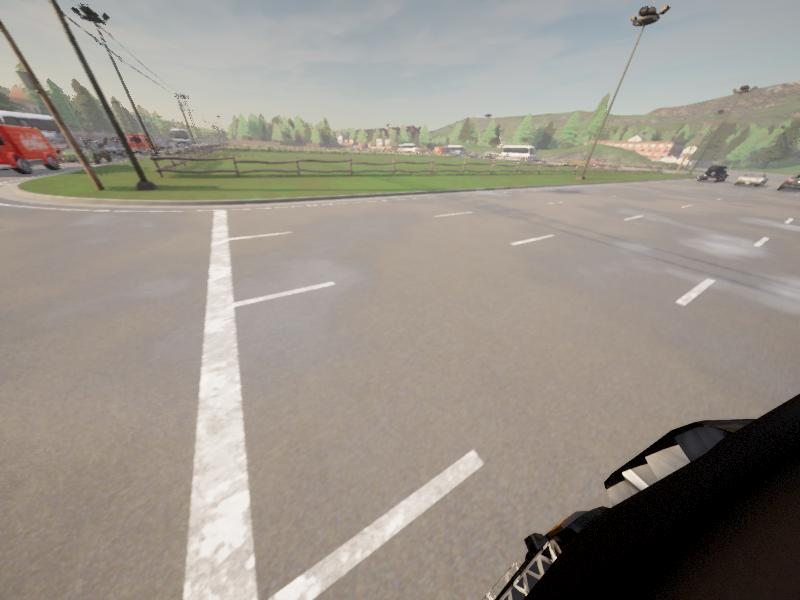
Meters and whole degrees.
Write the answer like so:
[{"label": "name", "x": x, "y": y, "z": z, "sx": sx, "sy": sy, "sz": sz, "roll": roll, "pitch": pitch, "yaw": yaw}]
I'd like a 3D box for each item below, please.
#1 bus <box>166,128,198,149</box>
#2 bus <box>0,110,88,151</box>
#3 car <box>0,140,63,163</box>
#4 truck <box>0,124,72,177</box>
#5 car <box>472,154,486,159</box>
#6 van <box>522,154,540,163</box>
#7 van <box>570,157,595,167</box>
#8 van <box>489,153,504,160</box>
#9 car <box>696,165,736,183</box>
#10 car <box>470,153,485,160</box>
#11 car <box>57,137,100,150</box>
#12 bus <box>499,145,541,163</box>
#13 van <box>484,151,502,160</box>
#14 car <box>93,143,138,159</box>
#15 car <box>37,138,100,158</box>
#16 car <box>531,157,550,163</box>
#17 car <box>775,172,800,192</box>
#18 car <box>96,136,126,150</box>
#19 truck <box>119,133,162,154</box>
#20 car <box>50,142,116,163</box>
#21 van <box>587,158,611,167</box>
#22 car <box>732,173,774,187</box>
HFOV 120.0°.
[{"label": "bus", "x": -59.434, "y": -44.381, "z": 63.474, "sx": 3.944, "sy": 4.253, "sz": 10.273, "roll": -16, "pitch": 38, "yaw": -26}, {"label": "bus", "x": -51.718, "y": -23.510, "z": 32.272, "sx": 3.944, "sy": 4.253, "sz": 10.273, "roll": -7, "pitch": 35, "yaw": -15}, {"label": "car", "x": -32.113, "y": -12.825, "z": 19.911, "sx": 1.970, "sy": 1.475, "sz": 3.806, "roll": -16, "pitch": 38, "yaw": -26}, {"label": "truck", "x": -23.817, "y": -9.022, "z": 13.817, "sx": 2.627, "sy": 2.467, "sz": 5.204, "roll": -16, "pitch": 37, "yaw": -26}, {"label": "car", "x": 29.704, "y": -54.052, "z": 86.903, "sx": 1.837, "sy": 1.490, "sz": 4.892, "roll": -16, "pitch": 38, "yaw": -26}, {"label": "van", "x": 42.388, "y": -45.906, "z": 74.913, "sx": 2.069, "sy": 2.038, "sz": 4.480, "roll": -16, "pitch": 38, "yaw": -26}, {"label": "van", "x": 48.217, "y": -36.541, "z": 61.118, "sx": 1.775, "sy": 1.987, "sz": 4.442, "roll": -16, "pitch": 38, "yaw": -26}, {"label": "van", "x": 33.818, "y": -50.345, "z": 81.068, "sx": 2.069, "sy": 2.038, "sz": 4.480, "roll": -16, "pitch": 38, "yaw": -26}, {"label": "car", "x": 42.346, "y": -16.918, "z": 30.952, "sx": 3.866, "sy": 1.878, "sz": 1.905, "roll": -16, "pitch": 38, "yaw": -26}, {"label": "car", "x": 27.893, "y": -52.036, "z": 83.680, "sx": 2.242, "sy": 1.667, "sz": 4.611, "roll": -16, "pitch": 38, "yaw": -26}, {"label": "car", "x": -53.843, "y": -26.399, "z": 38.911, "sx": 2.152, "sy": 1.651, "sz": 5.027, "roll": -13, "pitch": 36, "yaw": -23}, {"label": "bus", "x": 36.590, "y": -45.027, "z": 71.146, "sx": 3.944, "sy": 4.253, "sz": 10.273, "roll": -16, "pitch": 38, "yaw": -26}, {"label": "van", "x": 34.451, "y": -53.738, "z": 85.773, "sx": 1.988, "sy": 2.561, "sz": 5.915, "roll": -16, "pitch": 38, "yaw": -26}, {"label": "car", "x": -33.015, "y": -17.443, "z": 26.971, "sx": 1.994, "sy": 1.385, "sz": 4.181, "roll": -16, "pitch": 38, "yaw": -26}, {"label": "car", "x": -36.025, "y": -16.693, "z": 25.344, "sx": 2.242, "sy": 1.667, "sz": 4.611, "roll": -16, "pitch": 38, "yaw": -26}, {"label": "car", "x": 46.051, "y": -45.920, "z": 75.699, "sx": 2.163, "sy": 1.488, "sz": 4.792, "roll": -16, "pitch": 38, "yaw": -26}, {"label": "car", "x": 42.668, "y": -12.473, "z": 24.413, "sx": 4.611, "sy": 1.667, "sz": 2.242, "roll": -16, "pitch": 38, "yaw": -26}, {"label": "car", "x": -51.544, "y": -28.004, "z": 41.262, "sx": 1.905, "sy": 1.878, "sz": 3.866, "roll": -16, "pitch": 38, "yaw": -26}, {"label": "truck", "x": -38.720, "y": -23.428, "z": 34.697, "sx": 2.627, "sy": 2.467, "sz": 5.204, "roll": -16, "pitch": 37, "yaw": -26}, {"label": "car", "x": -29.142, "y": -13.768, "z": 21.508, "sx": 2.007, "sy": 1.525, "sz": 4.514, "roll": -16, "pitch": 38, "yaw": -26}, {"label": "van", "x": 56.919, "y": -39.504, "z": 66.232, "sx": 1.775, "sy": 1.987, "sz": 4.442, "roll": -16, "pitch": 38, "yaw": -26}, {"label": "car", "x": 42.813, "y": -14.582, "z": 27.975, "sx": 4.718, "sy": 1.301, "sz": 1.895, "roll": -16, "pitch": 38, "yaw": -26}]
